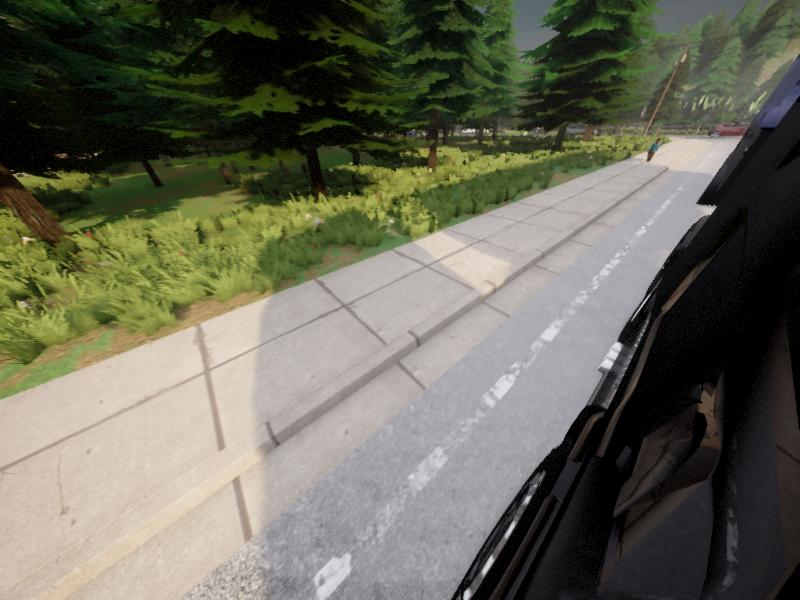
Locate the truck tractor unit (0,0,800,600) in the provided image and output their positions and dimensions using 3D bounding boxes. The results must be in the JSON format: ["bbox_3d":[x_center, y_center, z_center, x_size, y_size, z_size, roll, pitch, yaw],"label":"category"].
[{"bbox_3d":[2.645,-0.295,0.351,6.516,4.208,3.053,-28,44,-30],"label":"truck tractor unit"}]

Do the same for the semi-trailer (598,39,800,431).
[{"bbox_3d":[8.704,-3.595,4.232,14.254,4.402,2.717,-28,44,-30],"label":"semi-trailer"}]

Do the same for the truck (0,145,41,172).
[{"bbox_3d":[-42.898,-15.382,25.017,2.390,2.098,6.274,-27,43,-29],"label":"truck"}]

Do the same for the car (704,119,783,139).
[{"bbox_3d":[34.477,-17.218,23.350,1.816,1.474,4.193,-26,43,-28],"label":"car"}]

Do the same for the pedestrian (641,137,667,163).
[{"bbox_3d":[13.493,-7.972,12.285,0.500,1.100,0.500,25,45,32],"label":"pedestrian"}]
